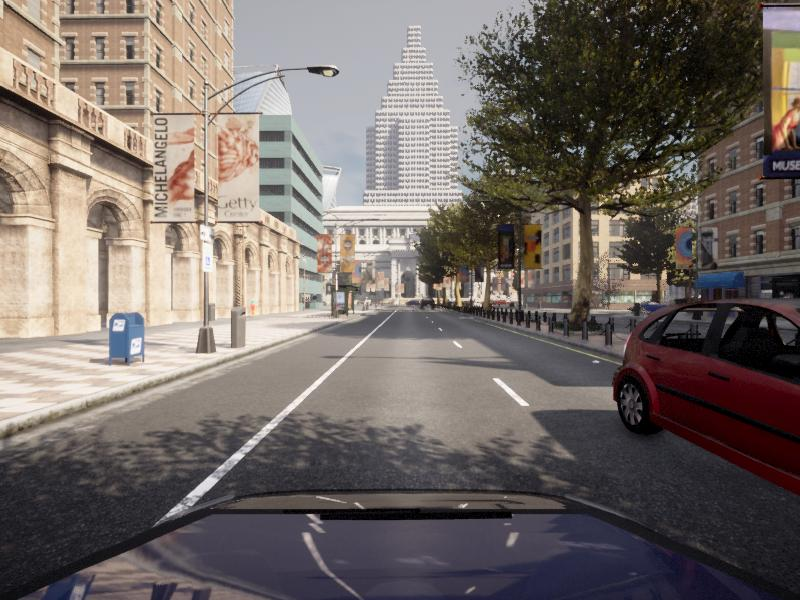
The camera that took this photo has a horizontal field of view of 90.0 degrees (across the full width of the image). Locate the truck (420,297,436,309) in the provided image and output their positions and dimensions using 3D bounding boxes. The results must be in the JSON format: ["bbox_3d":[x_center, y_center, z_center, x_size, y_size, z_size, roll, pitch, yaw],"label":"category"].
[{"bbox_3d":[4.912,0.540,70.628,2.390,2.098,6.274,0,0,1],"label":"truck"}]

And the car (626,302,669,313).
[{"bbox_3d":[31.580,0.907,51.128,4.181,1.385,1.994,0,0,0],"label":"car"}]

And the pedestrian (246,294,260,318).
[{"bbox_3d":[-11.453,0.485,31.192,0.751,1.860,0.751,0,0,0],"label":"pedestrian"}]

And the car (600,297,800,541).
[{"bbox_3d":[3.587,0.788,3.390,1.851,1.617,3.988,0,0,1],"label":"car"}]
